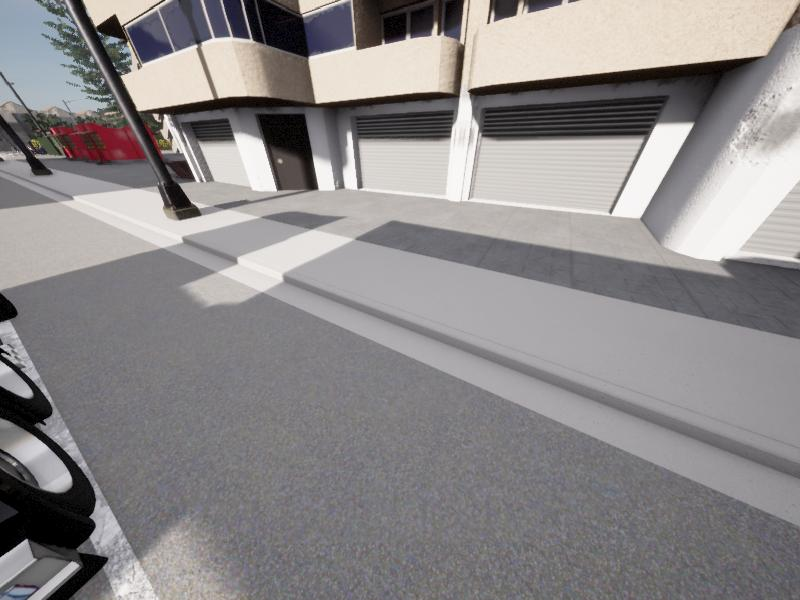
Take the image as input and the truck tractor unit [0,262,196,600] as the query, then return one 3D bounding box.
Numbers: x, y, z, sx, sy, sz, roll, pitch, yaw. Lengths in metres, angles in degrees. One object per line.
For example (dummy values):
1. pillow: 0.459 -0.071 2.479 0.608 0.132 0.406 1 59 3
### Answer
1. truck tractor unit: -5.100 -0.314 0.777 6.516 4.208 3.053 19 39 24
